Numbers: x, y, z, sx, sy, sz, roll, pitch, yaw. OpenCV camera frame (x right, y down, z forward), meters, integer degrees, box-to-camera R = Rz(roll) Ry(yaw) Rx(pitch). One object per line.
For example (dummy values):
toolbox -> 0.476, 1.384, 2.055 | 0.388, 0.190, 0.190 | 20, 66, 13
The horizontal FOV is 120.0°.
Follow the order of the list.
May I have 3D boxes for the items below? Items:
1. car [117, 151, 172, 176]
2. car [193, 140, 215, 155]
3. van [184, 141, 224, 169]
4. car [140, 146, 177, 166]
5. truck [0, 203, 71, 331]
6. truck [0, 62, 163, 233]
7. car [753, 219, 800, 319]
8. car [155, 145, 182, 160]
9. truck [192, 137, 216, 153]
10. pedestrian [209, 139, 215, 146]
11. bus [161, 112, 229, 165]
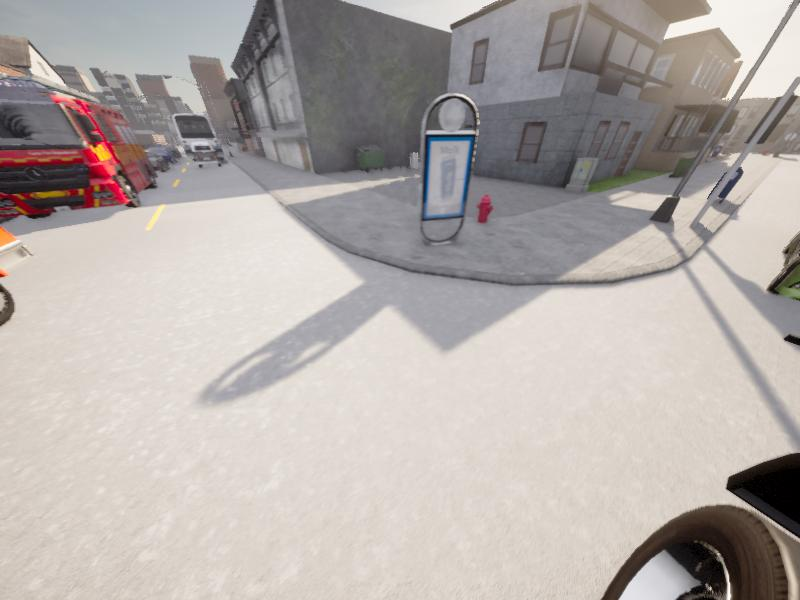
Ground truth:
car -> -20.395, -11.125, 18.658 | 1.994, 1.385, 4.181 | -21, 40, -26
car -> -33.538, -26.221, 39.565 | 2.150, 2.045, 5.566 | -22, 41, -28
van -> -18.476, -13.830, 21.886 | 2.069, 2.038, 4.480 | -22, 41, -28
car -> -25.656, -15.492, 24.744 | 1.882, 1.535, 5.008 | -22, 41, -28
truck -> -6.371, 0.289, 1.363 | 2.627, 2.467, 5.204 | -16, 40, -20
truck -> -13.012, -6.041, 9.262 | 2.891, 3.827, 8.468 | -22, 41, -28
car -> 8.129, -0.812, 3.648 | 4.514, 1.525, 2.007 | -22, 40, -27
car -> -31.195, -20.020, 31.245 | 1.837, 1.490, 4.892 | -22, 41, -28
truck -> -37.741, -29.936, 44.498 | 2.627, 2.467, 5.204 | -23, 41, -29
pedestrian -> -59.300, -49.620, 72.873 | 0.751, 1.860, 0.751 | -27, 43, -32
bus -> -23.803, -18.979, 27.310 | 3.944, 4.253, 10.273 | -22, 41, -28
